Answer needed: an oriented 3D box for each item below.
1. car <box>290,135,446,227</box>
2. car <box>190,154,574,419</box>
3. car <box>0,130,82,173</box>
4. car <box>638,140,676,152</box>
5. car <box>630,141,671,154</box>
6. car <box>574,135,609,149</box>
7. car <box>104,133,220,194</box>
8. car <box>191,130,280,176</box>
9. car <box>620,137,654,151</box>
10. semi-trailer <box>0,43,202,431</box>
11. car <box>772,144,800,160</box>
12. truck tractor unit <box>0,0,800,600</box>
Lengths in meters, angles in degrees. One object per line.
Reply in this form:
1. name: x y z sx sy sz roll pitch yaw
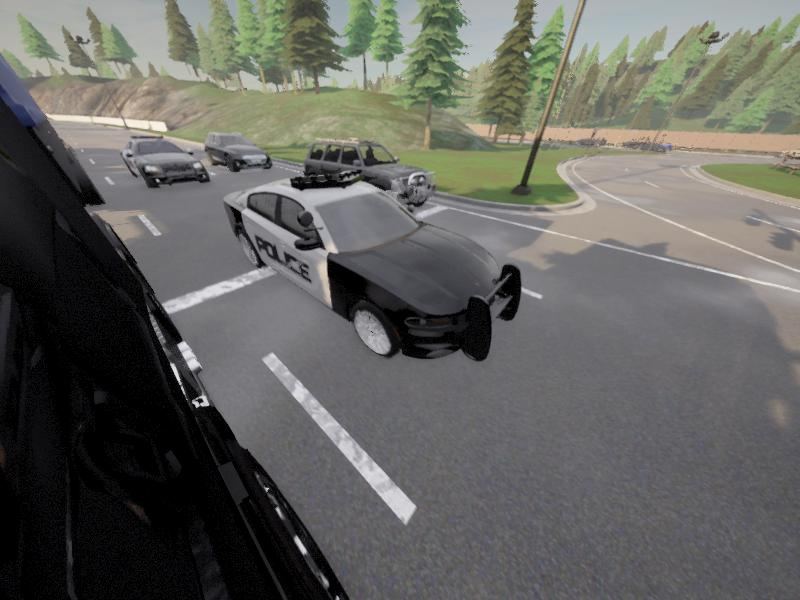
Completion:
1. car: -1.167 -4.052 7.376 4.605 1.855 1.932 28 44 30
2. car: -0.859 -1.035 3.583 5.238 1.638 1.930 28 44 30
3. car: -17.843 -7.462 11.429 4.181 1.385 1.994 31 45 32
4. car: 47.477 -28.594 42.876 4.514 1.525 2.007 28 44 30
5. car: 39.902 -24.330 36.887 4.181 1.385 1.994 28 44 30
6. car: 35.690 -29.524 43.125 4.605 1.855 1.932 28 44 30
7. car: -9.792 -5.759 9.466 4.974 1.542 2.038 28 44 30
8. car: -8.999 -8.132 12.575 4.856 1.649 2.033 28 44 30
9. car: 43.008 -28.396 42.008 3.866 1.878 1.905 28 44 30
10. semi-trailer: -8.693 -3.597 4.249 14.254 4.402 2.717 28 44 30
11. car: 60.294 -21.966 34.418 4.605 1.855 1.932 28 44 30
12. truck tractor unit: -2.645 -0.295 0.351 6.516 4.208 3.053 28 44 30
